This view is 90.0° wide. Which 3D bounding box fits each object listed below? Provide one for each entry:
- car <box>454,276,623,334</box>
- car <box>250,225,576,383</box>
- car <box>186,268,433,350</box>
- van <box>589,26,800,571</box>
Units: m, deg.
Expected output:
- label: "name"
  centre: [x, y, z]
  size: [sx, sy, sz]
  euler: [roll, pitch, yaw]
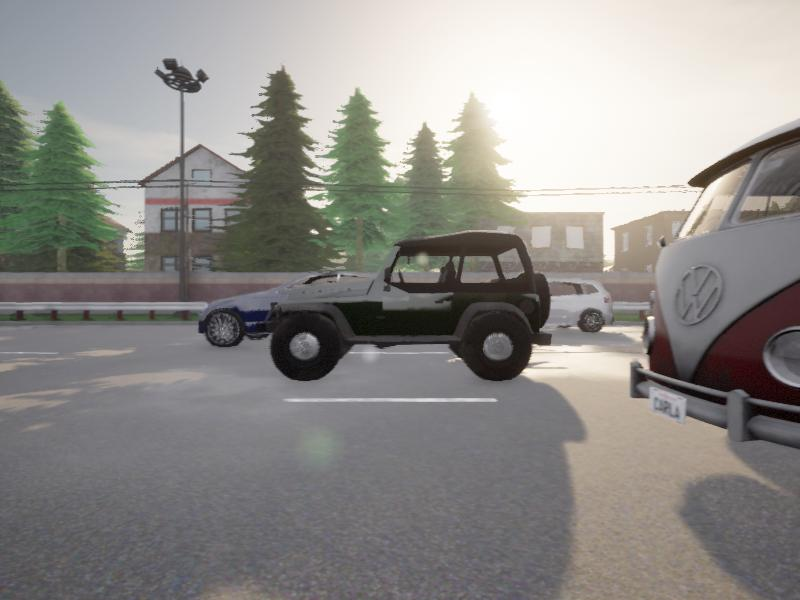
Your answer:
- label: "car"
  centre: [4.160, 0.154, 12.700]
  size: [4.611, 1.667, 2.242]
  euler: [0, 0, 0]
- label: "car"
  centre: [0.155, 0.046, 5.701]
  size: [3.866, 1.878, 1.905]
  euler: [0, 0, 0]
- label: "car"
  centre: [-1.839, 0.181, 9.199]
  size: [5.027, 1.651, 2.152]
  euler: [0, 0, 0]
- label: "van"
  centre: [3.680, -0.002, 2.199]
  size: [4.442, 1.987, 1.775]
  euler: [0, 0, 0]
